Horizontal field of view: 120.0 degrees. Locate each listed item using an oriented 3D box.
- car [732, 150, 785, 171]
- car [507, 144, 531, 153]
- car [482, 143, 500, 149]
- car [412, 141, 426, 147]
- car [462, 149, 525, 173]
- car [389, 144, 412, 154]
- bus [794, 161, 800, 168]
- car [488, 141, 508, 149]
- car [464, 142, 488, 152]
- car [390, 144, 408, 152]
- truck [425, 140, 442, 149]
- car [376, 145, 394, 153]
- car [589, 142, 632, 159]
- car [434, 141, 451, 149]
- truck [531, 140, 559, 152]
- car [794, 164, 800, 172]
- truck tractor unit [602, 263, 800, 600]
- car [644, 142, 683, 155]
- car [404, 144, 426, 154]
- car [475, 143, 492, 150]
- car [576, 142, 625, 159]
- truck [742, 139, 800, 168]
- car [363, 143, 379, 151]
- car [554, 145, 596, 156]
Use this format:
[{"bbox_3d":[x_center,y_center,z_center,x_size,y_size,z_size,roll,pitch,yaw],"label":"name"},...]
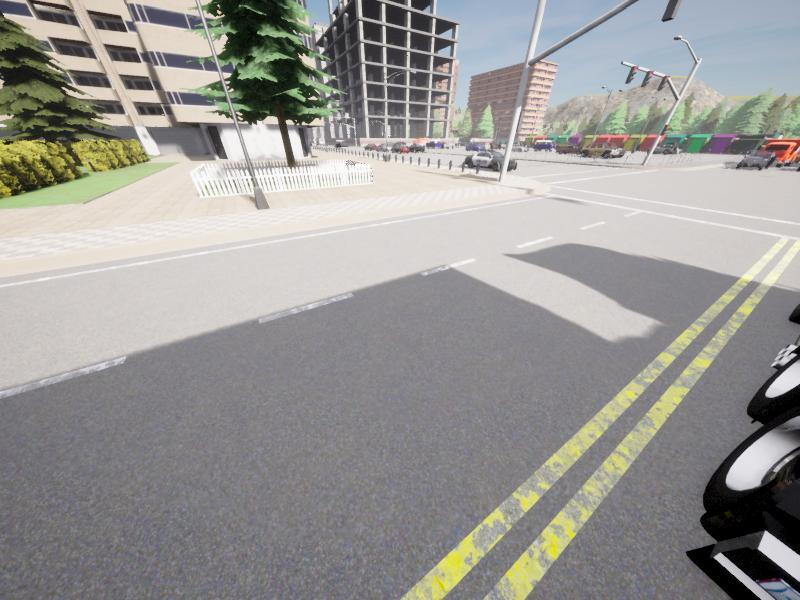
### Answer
[{"bbox_3d":[34.647,-13.546,22.358,3.633,1.501,1.845,-18,39,-24],"label":"car"},{"bbox_3d":[24.330,-31.193,47.467,1.970,1.475,3.806,-18,39,-24],"label":"car"},{"bbox_3d":[24.303,-41.170,61.735,1.784,1.438,3.905,-18,39,-24],"label":"car"},{"bbox_3d":[6.603,-54.340,80.623,4.611,1.667,2.242,-18,39,-25],"label":"car"},{"bbox_3d":[8.219,-12.626,20.845,2.038,1.542,4.974,-18,39,-24],"label":"car"},{"bbox_3d":[-0.021,-28.736,43.958,2.163,1.488,4.792,-18,39,-24],"label":"car"},{"bbox_3d":[47.603,-16.327,24.066,10.273,4.253,3.944,-17,38,-23],"label":"bus"},{"bbox_3d":[26.604,-42.125,62.755,1.932,1.855,4.605,-18,39,-24],"label":"car"},{"bbox_3d":[16.243,-32.863,49.680,2.242,1.667,4.611,-18,39,-24],"label":"car"},{"bbox_3d":[-0.343,-33.018,50.137,1.812,1.442,4.674,-18,39,-25],"label":"car"},{"bbox_3d":[8.723,-40.553,60.203,2.069,2.038,4.478,-18,39,-24],"label":"truck"},{"bbox_3d":[-3.219,-31.820,48.525,1.895,1.301,4.718,-18,39,-24],"label":"car"},{"bbox_3d":[30.702,-21.945,33.817,1.905,1.878,3.866,-18,39,-24],"label":"car"},{"bbox_3d":[11.197,-41.328,61.498,1.932,1.855,4.605,-18,39,-24],"label":"car"},{"bbox_3d":[31.837,-33.936,50.870,2.069,2.038,4.478,-18,39,-24],"label":"truck"},{"bbox_3d":[38.890,-12.644,21.014,5.027,1.651,2.152,-18,39,-24],"label":"car"},{"bbox_3d":[5.107,-0.305,0.784,6.516,4.208,3.053,-18,39,-24],"label":"truck tractor unit"},{"bbox_3d":[47.689,-27.501,41.918,1.905,1.878,3.866,-18,39,-24],"label":"car"},{"bbox_3d":[2.913,-29.846,45.524,1.882,1.535,5.008,-18,39,-25],"label":"car"},{"bbox_3d":[21.794,-40.327,60.562,1.970,1.475,3.806,-18,39,-24],"label":"car"},{"bbox_3d":[28.167,-21.157,32.663,1.932,1.855,4.605,-18,39,-24],"label":"car"},{"bbox_3d":[40.589,-15.797,24.812,5.204,2.467,2.627,-17,39,-23],"label":"truck"},{"bbox_3d":[-6.723,-35.336,53.418,1.812,1.442,4.674,-18,39,-24],"label":"car"},{"bbox_3d":[29.841,-25.721,39.640,2.033,1.415,5.357,-18,39,-24],"label":"car"}]
